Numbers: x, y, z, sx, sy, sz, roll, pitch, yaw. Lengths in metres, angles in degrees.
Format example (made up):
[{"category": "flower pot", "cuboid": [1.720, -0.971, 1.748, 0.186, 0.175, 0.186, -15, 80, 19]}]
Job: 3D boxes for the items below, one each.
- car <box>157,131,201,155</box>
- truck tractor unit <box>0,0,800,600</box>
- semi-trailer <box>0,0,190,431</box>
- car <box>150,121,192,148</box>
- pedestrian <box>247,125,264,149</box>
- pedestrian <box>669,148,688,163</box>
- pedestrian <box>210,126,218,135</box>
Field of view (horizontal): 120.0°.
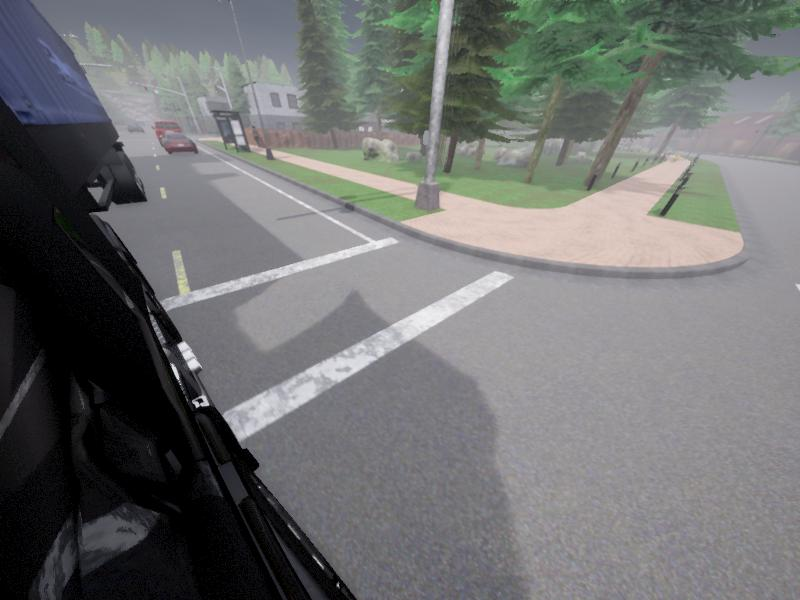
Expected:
[{"category": "car", "cuboid": [-18.130, -12.861, 18.887, 1.994, 1.385, 4.181, -26, 45, -33]}, {"category": "truck tractor unit", "cuboid": [-2.645, -0.295, 0.351, 6.516, 4.208, 3.053, 28, 44, 30]}, {"category": "semi-trailer", "cuboid": [-8.163, -3.896, 4.725, 2.717, 4.402, 14.254, -27, 46, -34]}, {"category": "car", "cuboid": [-23.338, -16.866, 23.457, 2.150, 2.045, 5.566, -26, 45, -33]}, {"category": "pedestrian", "cuboid": [-13.967, -15.823, 22.403, 0.751, 1.860, 0.751, -25, 44, -32]}, {"category": "pedestrian", "cuboid": [29.331, -15.231, 24.343, 0.751, 1.300, 0.751, -27, 45, -33]}, {"category": "pedestrian", "cuboid": [-35.449, -32.309, 43.995, 0.751, 1.300, 0.751, -27, 46, -34]}]
